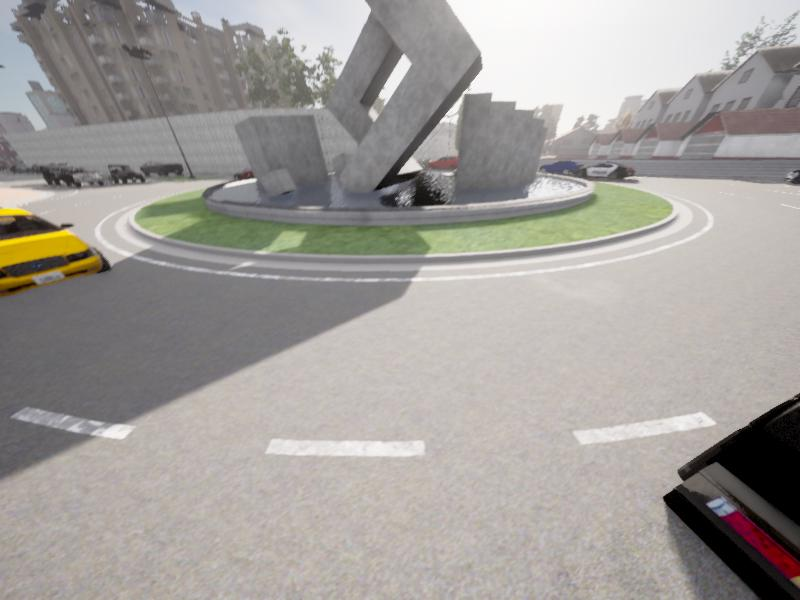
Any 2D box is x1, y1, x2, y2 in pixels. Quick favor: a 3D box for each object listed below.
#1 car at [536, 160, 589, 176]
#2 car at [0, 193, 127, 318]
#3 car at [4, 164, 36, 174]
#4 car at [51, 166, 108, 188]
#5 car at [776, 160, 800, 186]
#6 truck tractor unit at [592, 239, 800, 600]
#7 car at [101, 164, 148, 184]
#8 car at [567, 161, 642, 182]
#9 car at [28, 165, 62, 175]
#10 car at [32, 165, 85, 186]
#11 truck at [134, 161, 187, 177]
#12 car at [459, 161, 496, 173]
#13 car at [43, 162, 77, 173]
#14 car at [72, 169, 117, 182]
[{"bbox_3d":[20.304,-16.756,29.146,1.882,1.535,5.008,-16,35,-22],"label":"car"},{"bbox_3d":[-9.164,-1.392,5.432,5.366,1.575,1.801,16,36,25],"label":"car"},{"bbox_3d":[-83.823,-28.897,50.940,4.553,1.767,2.097,11,34,18],"label":"car"},{"bbox_3d":[-33.415,-12.910,24.109,4.605,1.855,1.932,15,35,23],"label":"car"},{"bbox_3d":[32.104,-9.078,16.539,4.856,1.649,2.033,18,37,27],"label":"car"},{"bbox_3d":[5.273,-0.093,0.499,6.516,4.208,3.053,-10,34,-14],"label":"truck tractor unit"},{"bbox_3d":[-31.687,-14.538,26.641,3.866,1.878,1.905,14,35,23],"label":"car"},{"bbox_3d":[20.199,-12.976,23.138,2.038,1.542,4.974,-16,35,-23],"label":"car"},{"bbox_3d":[-72.529,-26.689,47.244,4.611,1.667,2.242,11,34,18],"label":"car"},{"bbox_3d":[-38.926,-14.244,26.363,3.866,1.878,1.905,13,35,21],"label":"car"},{"bbox_3d":[-36.766,-20.173,35.544,6.274,2.098,2.390,8,33,14],"label":"truck"},{"bbox_3d":[11.257,-19.542,33.902,4.674,1.442,1.812,21,38,31],"label":"car"},{"bbox_3d":[-75.428,-29.394,51.273,5.566,2.045,2.150,11,34,18],"label":"car"},{"bbox_3d":[-39.910,-16.261,30.157,4.718,1.301,1.895,12,34,19],"label":"car"}]
